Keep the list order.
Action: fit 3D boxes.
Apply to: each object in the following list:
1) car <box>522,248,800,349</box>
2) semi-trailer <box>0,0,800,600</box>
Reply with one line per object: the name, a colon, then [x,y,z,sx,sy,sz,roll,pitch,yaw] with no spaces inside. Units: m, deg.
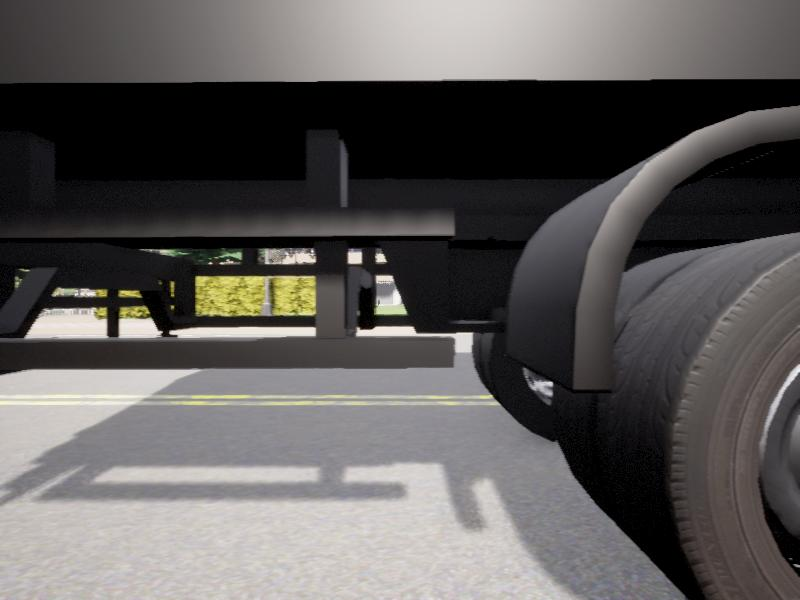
car: [5.926,-0.030,9.196,5.566,2.045,2.150,0,0,0]
semi-trailer: [5.032,-1.214,2.191,14.254,4.402,2.717,0,0,0]
